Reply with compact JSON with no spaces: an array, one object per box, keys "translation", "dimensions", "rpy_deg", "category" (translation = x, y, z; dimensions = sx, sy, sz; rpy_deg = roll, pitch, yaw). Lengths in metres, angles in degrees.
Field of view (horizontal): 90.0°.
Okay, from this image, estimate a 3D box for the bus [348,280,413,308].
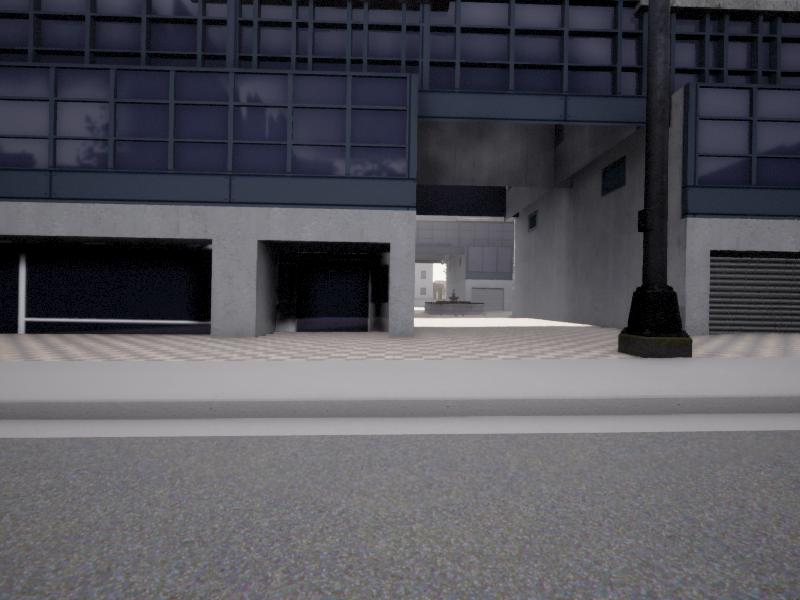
[{"translation":[-3.273,-0.961,65.953],"dimensions":[10.273,4.253,3.944],"rpy_deg":[1,0,-8],"category":"bus"}]
